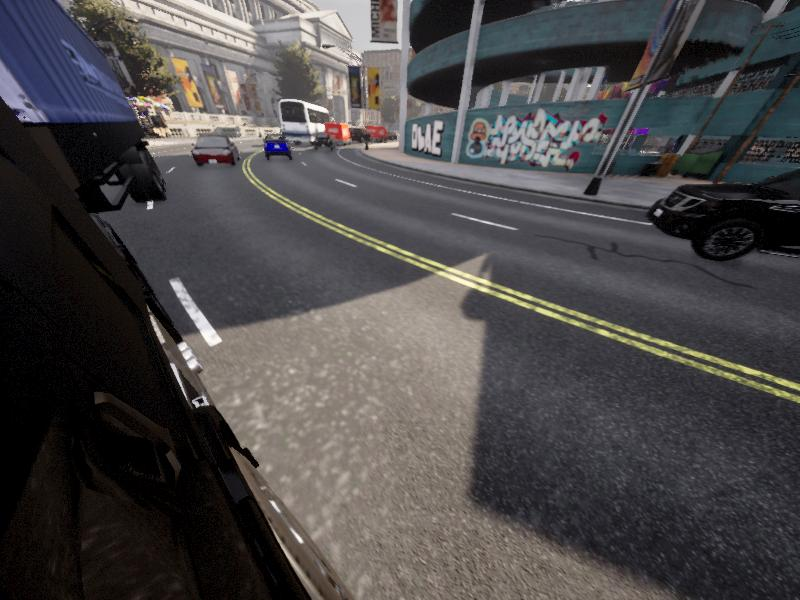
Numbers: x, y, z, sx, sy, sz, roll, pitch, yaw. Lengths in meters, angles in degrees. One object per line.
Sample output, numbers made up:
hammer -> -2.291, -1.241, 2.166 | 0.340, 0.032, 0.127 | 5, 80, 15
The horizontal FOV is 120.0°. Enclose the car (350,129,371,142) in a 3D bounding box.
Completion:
car -> -7.449, -31.545, 44.201 | 1.932, 1.855, 4.605 | 14, 38, 15

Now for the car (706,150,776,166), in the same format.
car -> 43.001, -18.090, 29.303 | 4.718, 1.301, 1.895 | 14, 38, 15

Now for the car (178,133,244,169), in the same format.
car -> -11.449, -9.411, 14.435 | 2.163, 1.488, 4.792 | -14, 39, -20

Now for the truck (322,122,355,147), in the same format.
truck -> -8.211, -22.629, 31.627 | 2.627, 2.467, 5.204 | 5, 36, 3

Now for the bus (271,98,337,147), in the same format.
bus -> -11.930, -23.040, 30.454 | 3.944, 4.253, 10.273 | 3, 36, 1

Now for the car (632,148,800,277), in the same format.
car -> 9.220, -1.736, 4.828 | 5.566, 2.045, 2.150 | 18, 40, 21

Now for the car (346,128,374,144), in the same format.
car -> -6.441, -26.986, 37.969 | 2.150, 2.045, 5.566 | 12, 38, 12

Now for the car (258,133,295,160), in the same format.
car -> -9.656, -12.201, 18.268 | 2.007, 1.525, 4.514 | -12, 39, -18

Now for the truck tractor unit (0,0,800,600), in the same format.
truck tractor unit -> -2.645, -0.295, 0.352 | 6.516, 4.208, 3.053 | 28, 44, 30

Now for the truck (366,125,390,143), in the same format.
truck -> -4.032, -31.154, 43.380 | 2.627, 2.467, 5.204 | 14, 38, 15

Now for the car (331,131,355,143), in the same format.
car -> -9.601, -27.717, 39.204 | 2.007, 1.525, 4.514 | 12, 37, 12

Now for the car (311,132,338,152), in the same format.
car -> -8.259, -17.606, 25.655 | 2.128, 1.511, 4.902 | -3, 37, -8

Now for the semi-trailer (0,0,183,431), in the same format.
semi-trailer -> -7.879, -4.041, 4.919 | 2.717, 4.402, 14.254 | -25, 44, -31
